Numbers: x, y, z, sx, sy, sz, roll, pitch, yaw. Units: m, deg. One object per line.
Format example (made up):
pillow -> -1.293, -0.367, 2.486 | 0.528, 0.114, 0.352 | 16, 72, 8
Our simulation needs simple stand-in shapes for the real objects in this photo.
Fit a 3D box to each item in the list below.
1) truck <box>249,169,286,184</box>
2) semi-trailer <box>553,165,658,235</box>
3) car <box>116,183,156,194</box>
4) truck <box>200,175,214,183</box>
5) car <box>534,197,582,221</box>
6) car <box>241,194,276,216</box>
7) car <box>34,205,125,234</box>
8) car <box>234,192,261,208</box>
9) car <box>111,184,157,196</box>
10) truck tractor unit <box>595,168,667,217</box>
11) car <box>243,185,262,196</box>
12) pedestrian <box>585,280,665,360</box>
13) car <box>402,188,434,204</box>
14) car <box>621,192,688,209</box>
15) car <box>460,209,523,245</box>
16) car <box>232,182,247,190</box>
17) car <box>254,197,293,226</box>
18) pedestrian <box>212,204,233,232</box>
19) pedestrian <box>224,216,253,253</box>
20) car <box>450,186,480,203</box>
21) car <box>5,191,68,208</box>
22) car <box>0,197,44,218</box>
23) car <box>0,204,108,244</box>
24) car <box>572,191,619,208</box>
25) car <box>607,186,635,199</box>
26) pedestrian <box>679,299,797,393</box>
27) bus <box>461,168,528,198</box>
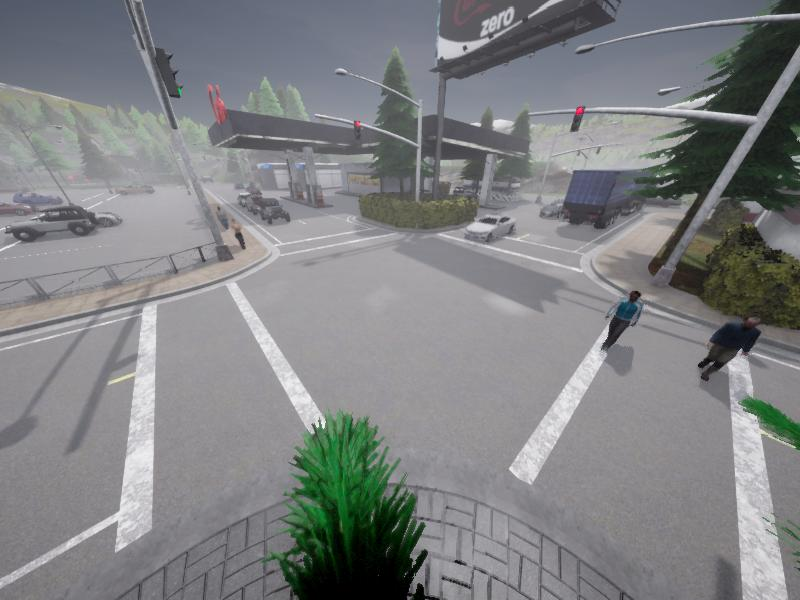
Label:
truck -> -40.057, -37.479, 70.088 | 8.468, 3.827, 2.891 | -23, 37, -34
semi-trailer -> 18.582, -9.336, 20.366 | 14.254, 4.402, 2.717 | -22, 37, -34
car -> -49.532, -20.953, 43.472 | 4.514, 1.523, 2.007 | -23, 37, -34
truck -> -61.814, -38.726, 73.974 | 2.390, 2.098, 6.274 | -23, 37, -34
car -> 15.883, -9.233, 23.179 | 4.902, 1.511, 2.128 | -24, 35, -32
car -> -15.972, -10.737, 25.967 | 2.033, 1.649, 4.856 | -22, 37, -33
car -> -25.501, -6.610, 18.671 | 3.806, 1.475, 1.970 | -23, 37, -34
car -> -19.994, -13.111, 30.230 | 1.970, 1.475, 3.806 | -22, 37, -33
car -> -47.482, -19.774, 41.410 | 5.027, 1.636, 2.152 | -23, 37, -34
truck tractor unit -> 24.720, -11.741, 24.751 | 6.516, 4.208, 3.053 | -21, 36, -32
car -> -27.305, -20.255, 42.711 | 1.994, 1.385, 4.181 | -22, 37, -33
pedestrian -> 5.833, 0.529, 6.090 | 0.751, 1.860, 0.751 | -19, 35, -29
car -> 2.620, -15.713, 34.677 | 2.242, 1.667, 4.611 | -23, 37, -34
car -> 32.070, -12.739, 29.436 | 5.357, 1.411, 2.033 | 18, 35, 29
car -> 6.560, -5.315, 16.450 | 4.674, 1.442, 1.812 | -24, 38, -33
car -> -36.296, -25.753, 52.127 | 1.816, 1.474, 4.193 | -22, 37, -33
car -> -11.869, -8.361, 21.588 | 1.905, 1.878, 3.866 | -22, 37, -33
pedestrian -> -13.478, -6.227, 17.568 | 0.751, 1.860, 0.751 | -20, 35, -30
pedestrian -> -9.330, -3.798, 13.361 | 0.751, 1.860, 0.751 | -23, 37, -34
car -> 9.747, -16.005, 34.849 | 1.905, 1.878, 3.866 | -23, 37, -34
car -> -45.788, -12.777, 29.270 | 3.633, 1.501, 1.845 | -23, 37, -34
car -> -39.420, -8.945, 22.590 | 4.514, 1.523, 2.007 | -23, 37, -34
car -> -23.841, -5.383, 15.979 | 3.866, 1.878, 1.905 | -23, 37, -34
car -> 24.441, -12.621, 28.901 | 4.611, 1.667, 2.242 | -11, 32, -22
car -> 35.518, -17.363, 37.154 | 4.974, 1.542, 2.038 | -23, 37, -34
pedestrian -> 7.507, 1.056, 5.260 | 0.751, 1.860, 0.751 | -22, 37, -33
bus -> 16.718, -21.582, 42.125 | 3.944, 4.253, 10.273 | -22, 37, -33
